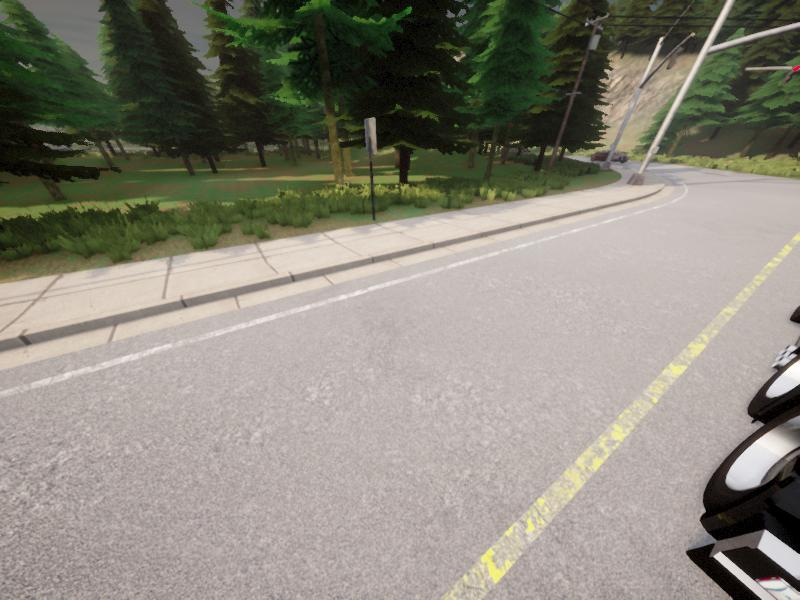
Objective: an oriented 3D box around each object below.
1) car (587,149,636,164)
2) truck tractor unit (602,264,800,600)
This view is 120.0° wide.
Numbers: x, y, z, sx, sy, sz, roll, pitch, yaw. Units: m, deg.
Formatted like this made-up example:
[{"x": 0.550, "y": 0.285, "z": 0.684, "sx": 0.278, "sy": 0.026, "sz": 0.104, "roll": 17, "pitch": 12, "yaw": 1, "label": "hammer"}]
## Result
[{"x": 25.390, "y": -17.401, "z": 27.959, "sx": 1.994, "sy": 1.385, "sz": 4.181, "roll": 0, "pitch": 35, "yaw": -1, "label": "car"}, {"x": 5.112, "y": -0.299, "z": 0.785, "sx": 6.516, "sy": 4.208, "sz": 3.053, "roll": -18, "pitch": 39, "yaw": -24, "label": "truck tractor unit"}]
